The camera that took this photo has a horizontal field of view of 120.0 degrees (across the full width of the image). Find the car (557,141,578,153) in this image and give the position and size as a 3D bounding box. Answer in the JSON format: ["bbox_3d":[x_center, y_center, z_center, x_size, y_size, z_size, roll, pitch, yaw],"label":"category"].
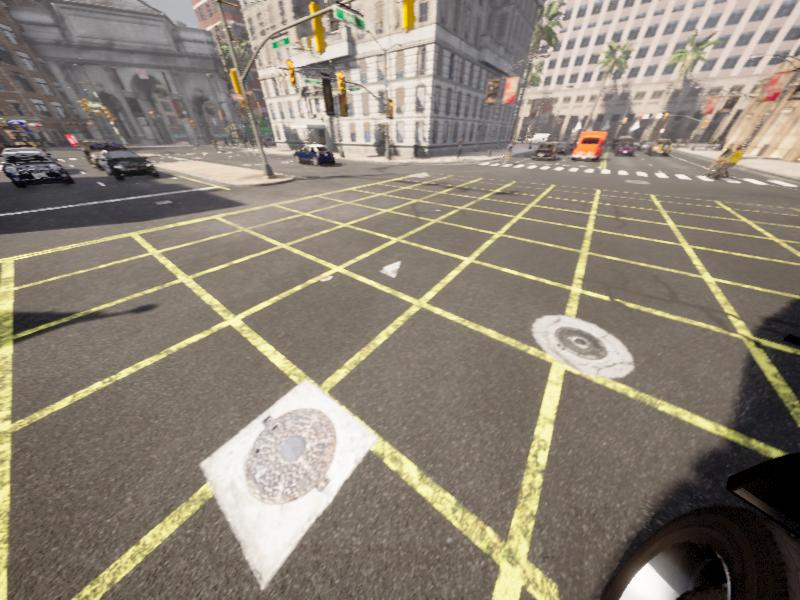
[{"bbox_3d":[26.966,-24.636,37.072,1.994,1.385,4.181,23,42,29],"label":"car"}]

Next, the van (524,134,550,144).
[{"bbox_3d":[42.836,-50.562,72.317,6.366,2.431,2.351,24,42,29],"label":"van"}]

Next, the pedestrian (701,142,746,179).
[{"bbox_3d":[19.740,-8.549,14.178,0.751,1.860,0.751,28,44,33],"label":"pedestrian"}]

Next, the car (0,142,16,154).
[{"bbox_3d":[-55.319,-19.983,30.403,4.718,1.301,1.895,-28,44,-33],"label":"car"}]

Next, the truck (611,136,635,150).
[{"bbox_3d":[41.171,-29.145,42.769,2.390,2.098,6.274,24,42,29],"label":"truck"}]

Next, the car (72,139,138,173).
[{"bbox_3d":[-22.278,-10.960,17.435,4.605,1.855,1.932,24,42,29],"label":"car"}]

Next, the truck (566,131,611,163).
[{"bbox_3d":[19.480,-15.805,23.818,2.627,2.467,5.204,23,41,29],"label":"truck"}]

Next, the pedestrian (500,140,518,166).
[{"bbox_3d":[9.361,-12.661,19.874,0.751,1.860,0.751,30,45,35],"label":"pedestrian"}]

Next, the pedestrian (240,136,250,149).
[{"bbox_3d":[-28.121,-28.642,42.021,0.751,1.860,0.751,26,43,31],"label":"pedestrian"}]

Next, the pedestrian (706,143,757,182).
[{"bbox_3d":[18.963,-7.908,13.282,0.751,1.860,0.751,25,43,31],"label":"pedestrian"}]

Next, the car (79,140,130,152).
[{"bbox_3d":[-43.821,-22.869,34.332,4.674,1.442,1.812,1,36,1],"label":"car"}]

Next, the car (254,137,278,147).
[{"bbox_3d":[-30.624,-36.171,52.827,1.851,1.617,3.988,24,42,29],"label":"car"}]

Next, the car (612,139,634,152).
[{"bbox_3d":[36.246,-25.158,37.592,1.930,1.638,5.238,24,42,30],"label":"car"}]

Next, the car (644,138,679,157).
[{"bbox_3d":[33.439,-19.655,29.715,1.932,1.855,4.605,24,42,29],"label":"car"}]

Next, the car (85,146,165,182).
[{"bbox_3d":[-17.270,-8.631,14.504,4.974,1.542,2.038,24,42,29],"label":"car"}]

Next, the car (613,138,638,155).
[{"bbox_3d":[32.180,-22.078,33.076,1.905,1.878,3.866,24,42,29],"label":"car"}]

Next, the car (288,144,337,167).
[{"bbox_3d":[-7.671,-12.789,20.371,3.806,1.475,1.970,24,42,29],"label":"car"}]

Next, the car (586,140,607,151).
[{"bbox_3d":[34.294,-26.936,40.201,2.163,1.488,4.792,24,42,29],"label":"car"}]

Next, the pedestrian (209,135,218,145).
[{"bbox_3d":[-42.627,-36.597,52.798,0.751,1.860,0.751,-5,36,-8],"label":"pedestrian"}]

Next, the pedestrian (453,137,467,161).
[{"bbox_3d":[5.736,-14.438,22.077,0.751,1.860,0.751,22,41,27],"label":"pedestrian"}]

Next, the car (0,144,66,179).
[{"bbox_3d":[-24.866,-9.446,15.523,5.238,1.638,1.930,24,42,29],"label":"car"}]

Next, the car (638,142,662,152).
[{"bbox_3d":[40.636,-24.986,37.662,1.895,1.301,4.718,24,42,29],"label":"car"}]

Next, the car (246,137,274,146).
[{"bbox_3d":[-33.152,-37.632,54.801,2.038,1.542,4.974,24,42,29],"label":"car"}]

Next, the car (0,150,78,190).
[{"bbox_3d":[-19.503,-7.041,12.329,3.806,1.475,1.970,24,42,29],"label":"car"}]

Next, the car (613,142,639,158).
[{"bbox_3d":[28.606,-19.143,29.333,1.816,1.474,4.193,24,42,29],"label":"car"}]

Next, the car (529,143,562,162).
[{"bbox_3d":[15.447,-15.670,24.441,1.837,1.490,4.892,23,42,29],"label":"car"}]

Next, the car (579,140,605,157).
[{"bbox_3d":[25.480,-20.199,30.652,1.930,1.638,5.238,24,42,29],"label":"car"}]

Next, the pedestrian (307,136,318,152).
[{"bbox_3d":[-12.449,-22.307,32.983,0.751,1.860,0.751,25,43,30],"label":"pedestrian"}]

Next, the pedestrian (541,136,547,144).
[{"bbox_3d":[42.629,-47.499,68.502,0.751,1.860,0.751,-8,36,-11],"label":"pedestrian"}]

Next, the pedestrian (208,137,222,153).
[{"bbox_3d":[-26.829,-22.515,33.491,0.751,1.860,0.751,19,40,24],"label":"pedestrian"}]

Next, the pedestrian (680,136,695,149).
[{"bbox_3d":[51.498,-28.163,41.333,0.751,1.860,0.751,16,39,21],"label":"pedestrian"}]

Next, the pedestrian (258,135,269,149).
[{"bbox_3d":[-22.956,-26.543,38.853,0.751,1.860,0.751,14,38,18],"label":"pedestrian"}]

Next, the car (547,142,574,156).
[{"bbox_3d":[22.194,-20.950,31.901,2.033,1.411,5.357,24,42,29],"label":"car"}]

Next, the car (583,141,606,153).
[{"bbox_3d":[30.044,-23.606,35.646,1.994,1.385,4.181,25,42,30],"label":"car"}]
